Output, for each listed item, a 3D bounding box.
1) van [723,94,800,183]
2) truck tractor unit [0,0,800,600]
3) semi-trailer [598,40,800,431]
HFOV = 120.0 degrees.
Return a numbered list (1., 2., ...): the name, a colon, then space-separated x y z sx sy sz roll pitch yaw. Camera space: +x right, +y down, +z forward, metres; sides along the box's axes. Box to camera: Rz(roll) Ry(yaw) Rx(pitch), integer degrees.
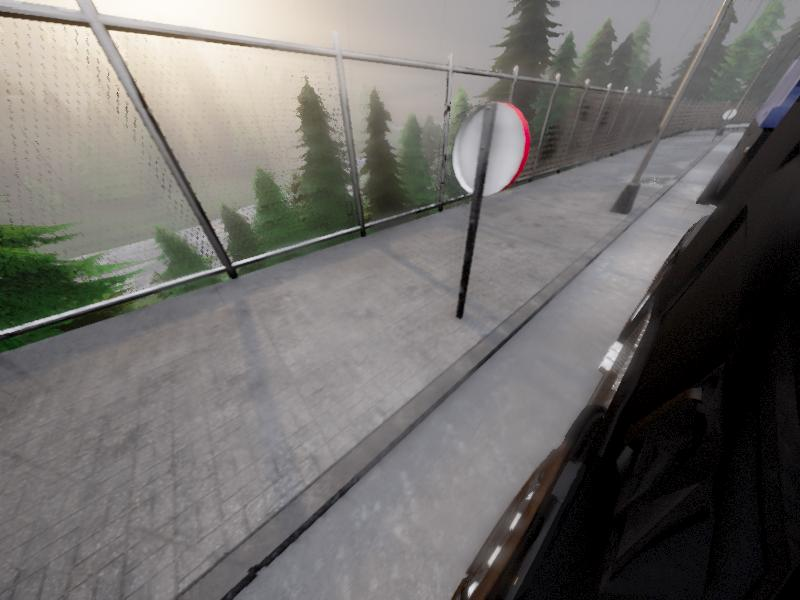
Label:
1. van: 16.350 -6.933 9.752 5.915 2.561 1.988 -28 44 -30
2. truck tractor unit: 2.645 -0.295 0.351 6.516 4.208 3.053 -28 44 -30
3. semi-trailer: 8.693 -3.611 4.229 14.254 4.402 2.717 -28 44 -30
